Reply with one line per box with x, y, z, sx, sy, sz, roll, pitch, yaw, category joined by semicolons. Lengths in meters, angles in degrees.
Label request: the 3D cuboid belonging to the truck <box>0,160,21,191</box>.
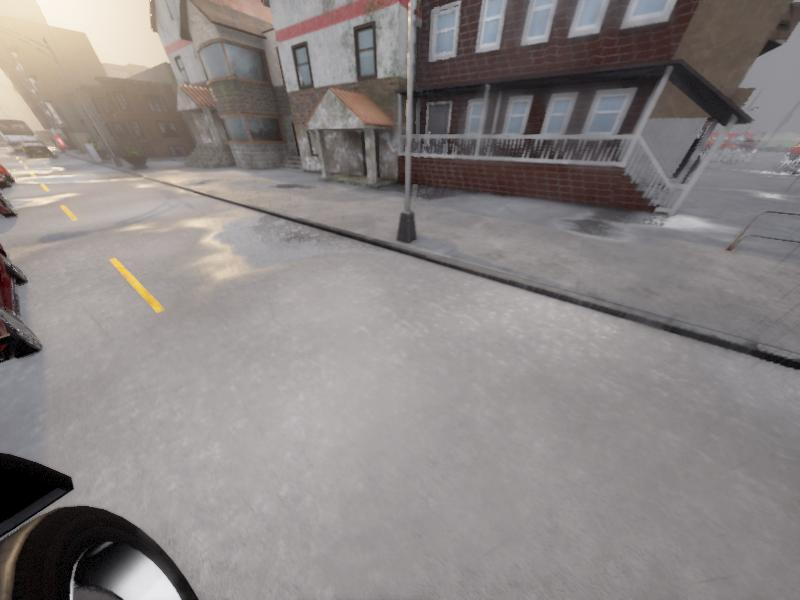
-22.011;-6.851;11.304;5.204;2.467;2.627;22;41;28;truck

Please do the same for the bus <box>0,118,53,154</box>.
-61.720;-26.517;37.319;10.273;4.253;3.944;23;41;28;bus

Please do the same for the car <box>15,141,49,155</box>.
-52.435;-21.702;32.916;5.008;1.535;1.882;22;41;28;car

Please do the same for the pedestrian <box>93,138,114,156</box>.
-36.606;-18.878;28.541;0.751;1.860;0.751;-23;41;-29;pedestrian

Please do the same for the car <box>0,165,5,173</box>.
-30.432;-10.052;16.270;3.866;1.878;1.905;22;41;28;car

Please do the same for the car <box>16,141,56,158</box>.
-46.377;-19.273;29.431;5.238;1.638;1.930;22;41;28;car

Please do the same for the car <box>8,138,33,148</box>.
-79.424;-32.763;48.282;4.856;1.649;2.033;22;41;28;car

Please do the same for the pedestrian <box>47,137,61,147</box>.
-75.058;-34.324;50.110;0.751;1.860;0.751;13;37;17;pedestrian

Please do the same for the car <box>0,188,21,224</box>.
-14.512;-3.339;7.335;4.181;1.385;1.994;22;40;27;car

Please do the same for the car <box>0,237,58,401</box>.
-6.394;-0.006;2.740;4.718;1.301;1.895;22;41;28;car

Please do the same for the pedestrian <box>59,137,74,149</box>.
-62.817;-29.600;43.528;0.751;1.860;0.751;19;39;25;pedestrian
